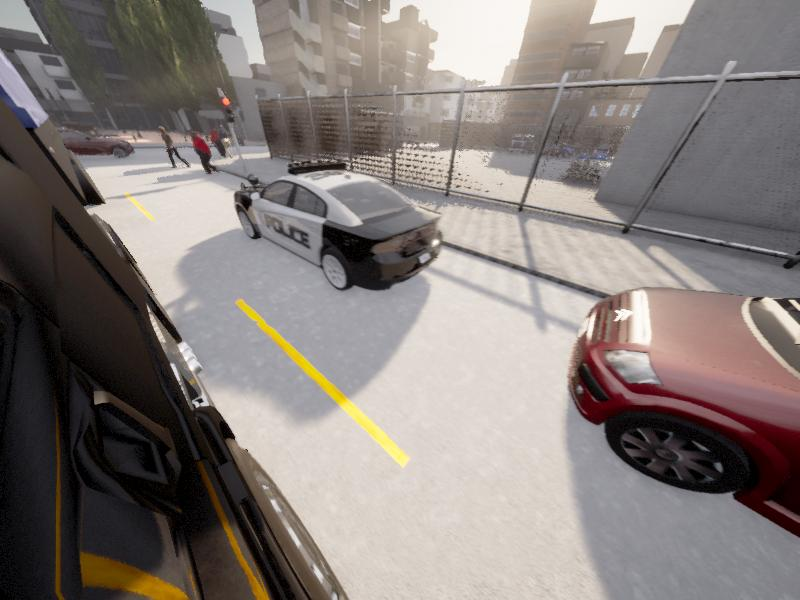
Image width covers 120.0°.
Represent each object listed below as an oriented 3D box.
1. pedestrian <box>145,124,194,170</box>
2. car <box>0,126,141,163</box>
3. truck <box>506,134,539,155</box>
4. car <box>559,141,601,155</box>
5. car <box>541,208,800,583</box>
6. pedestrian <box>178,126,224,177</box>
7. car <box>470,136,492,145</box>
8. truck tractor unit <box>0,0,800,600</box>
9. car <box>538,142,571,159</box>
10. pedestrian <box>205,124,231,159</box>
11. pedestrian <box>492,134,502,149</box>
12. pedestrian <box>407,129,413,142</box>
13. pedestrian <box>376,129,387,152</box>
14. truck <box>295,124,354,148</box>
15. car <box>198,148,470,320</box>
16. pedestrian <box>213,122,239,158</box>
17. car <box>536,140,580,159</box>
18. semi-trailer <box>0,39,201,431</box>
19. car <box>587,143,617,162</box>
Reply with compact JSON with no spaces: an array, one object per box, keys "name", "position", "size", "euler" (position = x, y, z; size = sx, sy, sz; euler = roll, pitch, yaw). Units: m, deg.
[{"name":"pedestrian","position":[-11.377,-7.577,11.482],"size":[0.751,1.860,0.751],"euler":[10,37,10]},{"name":"car","position":[-18.650,-8.946,13.239],"size":[1.812,1.442,4.674],"euler":[28,43,30]},{"name":"truck","position":[15.777,-20.056,29.711],"size":[2.069,2.038,4.478],"euler":[28,43,30]},{"name":"car","position":[28.505,-24.257,36.704],"size":[4.902,1.511,2.128],"euler":[27,43,29]},{"name":"car","position":[3.496,0.909,1.323],"size":[3.988,1.617,1.851],"euler":[28,43,29]},{"name":"pedestrian","position":[-9.028,-6.788,10.576],"size":[0.751,1.860,0.751],"euler":[21,41,23]},{"name":"car","position":[17.186,-33.794,48.849],"size":[2.033,1.411,5.357],"euler":[28,43,30]},{"name":"truck tractor unit","position":[-2.645,-0.295,0.352],"size":[6.516,4.208,3.053],"euler":[28,44,30]},{"name":"car","position":[18.709,-18.129,27.840],"size":[2.033,1.415,5.357],"euler":[28,43,30]},{"name":"pedestrian","position":[-12.174,-10.641,15.534],"size":[0.751,1.860,0.751],"euler":[-15,40,-22]},{"name":"pedestrian","position":[15.004,-24.599,35.793],"size":[0.751,1.860,0.751],"euler":[21,40,23]},{"name":"pedestrian","position":[1.830,-30.873,43.350],"size":[0.751,1.860,0.751],"euler":[24,41,25]},{"name":"pedestrian","position":[-1.804,-15.979,23.158],"size":[0.751,1.860,0.751],"euler":[30,45,32]},{"name":"truck","position":[-8.854,-19.778,27.824],"size":[2.390,2.098,6.274],"euler":[27,43,29]},{"name":"car","position":[-1.608,-1.851,4.663],"size":[5.238,1.638,1.930],"euler":[27,43,29]},{"name":"pedestrian","position":[-11.390,-10.456,15.148],"size":[0.751,1.860,0.751],"euler":[-16,41,-23]},{"name":"car","position":[18.785,-18.024,27.585],"size":[3.705,1.547,1.789],"euler":[28,43,30]},{"name":"semi-trailer","position":[-8.675,-3.618,4.254],"size":[14.254,4.402,2.717],"euler":[28,44,30]},{"name":"car","position":[22.576,-16.465,25.757],"size":[1.845,1.501,3.633],"euler":[28,43,30]}]
